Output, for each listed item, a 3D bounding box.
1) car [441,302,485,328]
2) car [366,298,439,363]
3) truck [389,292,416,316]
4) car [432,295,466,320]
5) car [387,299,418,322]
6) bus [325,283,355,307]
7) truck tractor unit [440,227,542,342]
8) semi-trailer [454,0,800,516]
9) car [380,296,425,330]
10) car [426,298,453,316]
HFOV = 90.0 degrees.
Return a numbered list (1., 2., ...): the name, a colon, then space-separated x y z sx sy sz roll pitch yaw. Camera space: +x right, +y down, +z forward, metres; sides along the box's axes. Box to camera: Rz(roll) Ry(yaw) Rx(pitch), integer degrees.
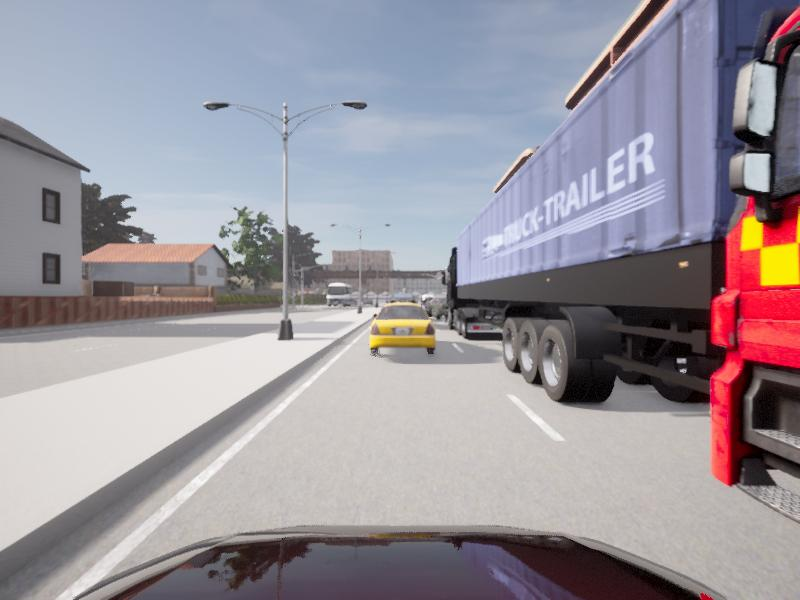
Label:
1. car: 3.658 0.824 23.944 1.895 1.301 4.718 0 0 0
2. car: 0.078 0.738 12.458 1.801 1.575 5.366 0 0 0
3. truck: 0.250 0.354 37.778 2.390 2.098 6.274 0 0 0
4. car: 3.703 0.540 30.841 2.097 1.767 4.553 0 0 0
5. car: 0.191 0.681 29.030 2.038 1.542 4.974 0 0 0
6. bus: -10.886 -0.902 73.810 3.944 4.253 10.273 0 0 0
7. truck tractor unit: 3.655 -0.592 17.913 3.053 4.208 6.516 0 0 0
8. semi-trailer: 3.620 -0.668 9.995 2.717 4.402 14.254 0 0 0
9. car: 0.146 0.645 22.223 2.242 1.667 4.611 0 0 0
10. car: 3.755 0.586 38.848 2.152 1.651 5.027 0 0 0
